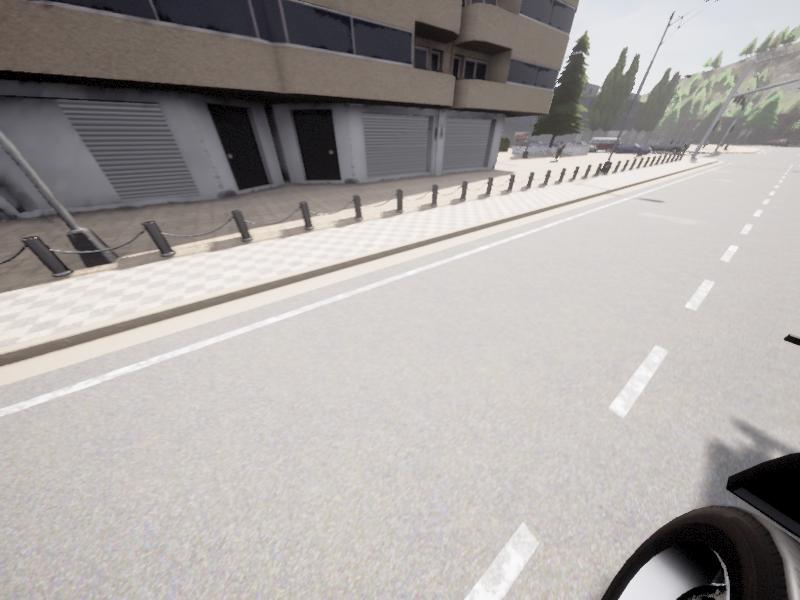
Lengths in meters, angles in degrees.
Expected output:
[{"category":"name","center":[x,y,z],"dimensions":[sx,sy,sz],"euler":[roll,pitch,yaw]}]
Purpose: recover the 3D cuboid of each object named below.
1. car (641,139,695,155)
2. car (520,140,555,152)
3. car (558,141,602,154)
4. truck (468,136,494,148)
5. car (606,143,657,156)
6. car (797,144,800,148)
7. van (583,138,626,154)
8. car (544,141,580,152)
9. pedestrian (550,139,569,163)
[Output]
[{"category":"car","center":[40.058,-23.071,34.706],"dimensions":[1.932,1.855,4.605],"euler":[-20,40,-26]},{"category":"car","center":[25.183,-28.384,42.581],"dimensions":[2.033,1.649,4.856],"euler":[-22,40,-27]},{"category":"car","center":[29.277,-24.968,37.705],"dimensions":[2.152,1.651,5.027],"euler":[-22,40,-27]},{"category":"truck","center":[20.338,-39.892,58.219],"dimensions":[2.627,2.467,5.204],"euler":[-22,40,-27]},{"category":"car","center":[33.083,-21.664,33.139],"dimensions":[1.812,1.442,4.674],"euler":[-21,40,-26]},{"category":"car","center":[89.657,-33.547,49.468],"dimensions":[2.242,1.667,4.611],"euler":[12,37,17]},{"category":"van","center":[33.325,-25.314,37.799],"dimensions":[2.069,2.038,4.480],"euler":[-22,41,-28]},{"category":"car","center":[29.595,-28.227,42.401],"dimensions":[1.882,1.535,5.008],"euler":[-22,40,-27]},{"category":"pedestrian","center":[15.339,-14.326,22.193],"dimensions":[0.751,1.860,0.751],"euler":[-28,44,-34]}]
